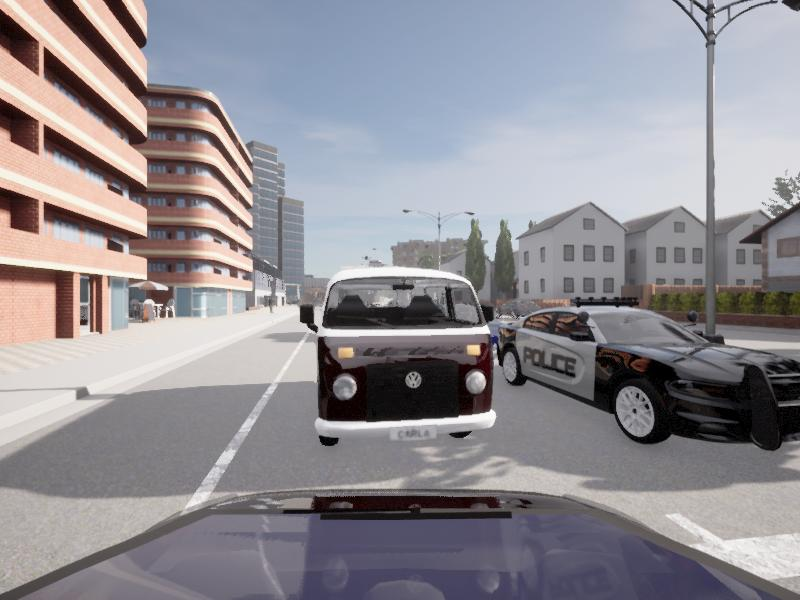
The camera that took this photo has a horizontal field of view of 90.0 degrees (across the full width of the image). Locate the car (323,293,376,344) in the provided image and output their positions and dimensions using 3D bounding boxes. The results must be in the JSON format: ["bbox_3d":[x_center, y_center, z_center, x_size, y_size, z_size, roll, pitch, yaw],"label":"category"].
[{"bbox_3d":[-2.281,0.645,17.237,1.932,1.855,4.605,0,2,-10],"label":"car"}]

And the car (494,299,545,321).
[{"bbox_3d":[10.006,0.781,33.998,2.152,1.651,5.027,0,0,-10],"label":"car"}]

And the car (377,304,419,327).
[{"bbox_3d":[-0.236,0.944,25.827,1.895,1.301,4.718,0,0,-10],"label":"car"}]

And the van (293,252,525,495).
[{"bbox_3d":[-0.263,0.559,5.720,2.069,2.038,4.480,0,2,-10],"label":"van"}]

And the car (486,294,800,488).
[{"bbox_3d":[3.253,0.771,6.127,1.930,1.638,5.238,0,0,-10],"label":"car"}]

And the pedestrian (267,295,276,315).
[{"bbox_3d":[-12.629,0.485,39.256,0.751,1.860,0.751,0,0,-12],"label":"pedestrian"}]

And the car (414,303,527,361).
[{"bbox_3d":[1.999,0.851,13.086,2.163,1.488,4.792,0,0,-10],"label":"car"}]
